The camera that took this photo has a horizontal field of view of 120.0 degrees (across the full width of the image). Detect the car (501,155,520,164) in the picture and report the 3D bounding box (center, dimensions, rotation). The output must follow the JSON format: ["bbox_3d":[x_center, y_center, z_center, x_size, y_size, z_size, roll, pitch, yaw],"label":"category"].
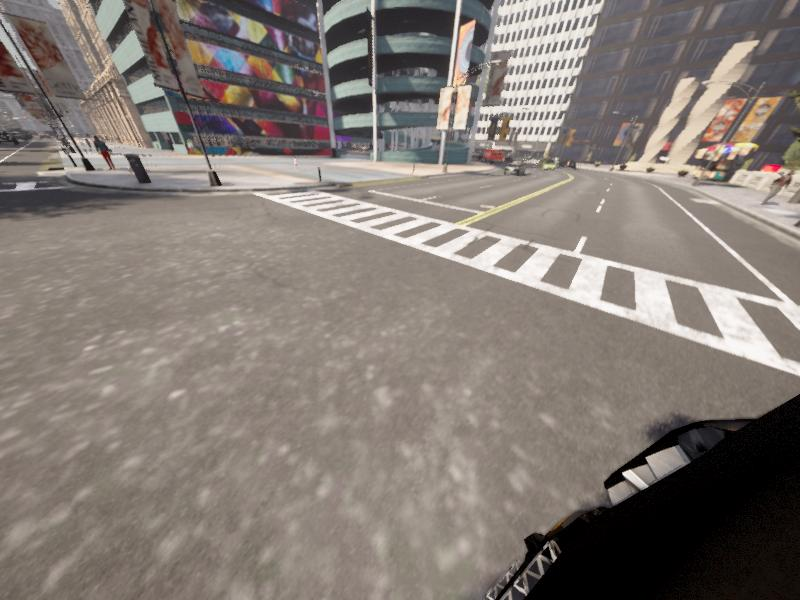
[{"bbox_3d":[26.078,-33.355,54.661,1.789,1.549,3.705,-8,35,-16],"label":"car"}]

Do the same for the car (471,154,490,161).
[{"bbox_3d":[21.730,-38.612,62.415,1.994,1.385,4.181,-18,39,-28],"label":"car"}]

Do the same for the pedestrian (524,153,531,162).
[{"bbox_3d":[34.010,-37.960,61.594,0.751,1.860,0.751,-6,34,-12],"label":"pedestrian"}]

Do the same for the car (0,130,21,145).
[{"bbox_3d":[-60.142,-24.722,35.045,4.605,1.855,1.932,26,40,31],"label":"car"}]

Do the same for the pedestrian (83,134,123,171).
[{"bbox_3d":[-18.420,-9.150,14.369,0.751,1.860,0.751,-23,41,-33],"label":"pedestrian"}]

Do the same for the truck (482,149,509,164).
[{"bbox_3d":[20.265,-30.807,49.582,2.627,2.467,5.204,-4,34,-11],"label":"truck"}]

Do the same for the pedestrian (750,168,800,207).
[{"bbox_3d":[21.310,-6.323,13.036,0.751,1.860,0.751,25,40,30],"label":"pedestrian"}]

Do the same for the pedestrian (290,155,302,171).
[{"bbox_3d":[-8.425,-11.091,18.713,0.500,1.100,0.500,-25,42,-35],"label":"pedestrian"}]

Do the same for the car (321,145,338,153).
[{"bbox_3d":[-18.516,-39.643,60.767,4.514,1.523,2.007,26,40,31],"label":"car"}]

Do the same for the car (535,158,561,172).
[{"bbox_3d":[22.959,-21.119,36.050,2.007,1.525,4.514,10,34,10],"label":"car"}]

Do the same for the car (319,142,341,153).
[{"bbox_3d":[-18.455,-39.947,60.521,5.566,2.045,2.435,26,40,31],"label":"car"}]

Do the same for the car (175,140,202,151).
[{"bbox_3d":[-37.271,-27.262,40.738,4.786,1.482,2.161,26,40,31],"label":"car"}]

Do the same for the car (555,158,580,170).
[{"bbox_3d":[31.052,-25.395,43.009,1.851,1.617,3.988,4,34,2],"label":"car"}]

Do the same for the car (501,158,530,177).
[{"bbox_3d":[12.980,-14.855,25.855,1.789,1.549,3.705,24,39,28],"label":"car"}]

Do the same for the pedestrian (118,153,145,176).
[{"bbox_3d":[-15.075,-7.618,12.996,0.500,1.100,0.500,21,38,26],"label":"pedestrian"}]

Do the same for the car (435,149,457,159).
[{"bbox_3d":[12.435,-39.629,62.677,2.150,2.045,5.566,-23,41,-33],"label":"car"}]

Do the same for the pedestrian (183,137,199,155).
[{"bbox_3d":[-27.209,-20.020,30.084,0.751,1.860,0.751,15,36,18],"label":"pedestrian"}]

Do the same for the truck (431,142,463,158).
[{"bbox_3d":[13.876,-44.983,69.220,8.468,3.827,2.891,26,40,31],"label":"truck"}]

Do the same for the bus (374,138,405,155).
[{"bbox_3d":[-3.698,-51.366,77.149,10.273,4.253,3.944,26,40,31],"label":"bus"}]

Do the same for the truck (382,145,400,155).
[{"bbox_3d":[-2.937,-47.641,73.214,5.204,2.467,2.627,26,40,31],"label":"truck"}]

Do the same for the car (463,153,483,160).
[{"bbox_3d":[21.407,-42.205,67.753,2.128,1.511,4.902,-23,41,-33],"label":"car"}]
